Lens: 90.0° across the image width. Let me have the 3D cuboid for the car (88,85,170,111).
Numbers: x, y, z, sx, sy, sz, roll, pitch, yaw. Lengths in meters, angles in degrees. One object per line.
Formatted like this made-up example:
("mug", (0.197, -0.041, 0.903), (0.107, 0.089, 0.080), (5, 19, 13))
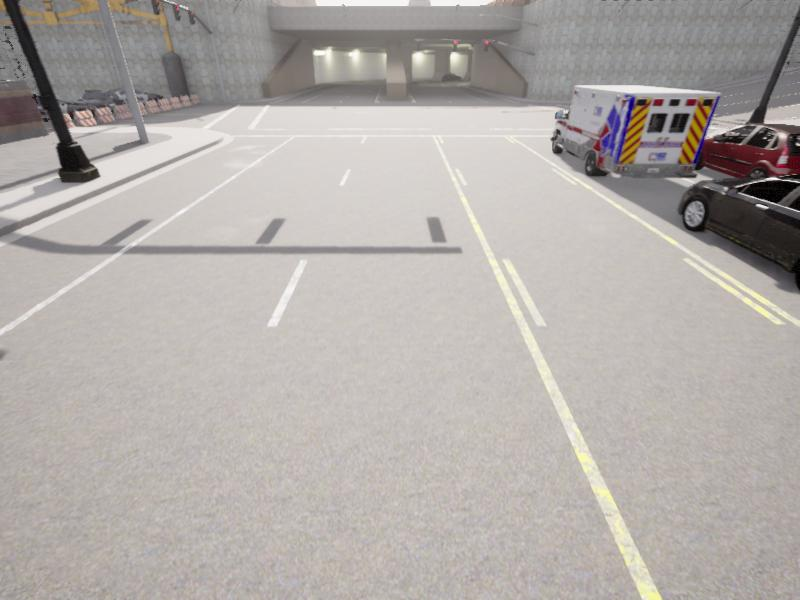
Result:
("car", (-21.895, -16.489, 32.550), (2.038, 1.542, 4.974), (15, 34, 24))

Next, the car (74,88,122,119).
("car", (-21.112, -13.775, 27.919), (2.038, 1.542, 4.974), (-20, 36, -31))

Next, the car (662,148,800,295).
("car", (7.034, -1.376, 6.856), (1.837, 1.490, 4.892), (0, 30, 0))

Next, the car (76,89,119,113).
("car", (-21.144, -13.932, 27.875), (1.853, 1.218, 4.536), (-20, 36, -31))

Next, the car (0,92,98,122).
("car", (-21.144, -11.562, 23.831), (1.853, 1.218, 4.536), (26, 39, 37))

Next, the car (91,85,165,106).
("car", (-21.919, -16.602, 32.431), (1.853, 1.218, 4.536), (15, 34, 24))

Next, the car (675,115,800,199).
("car", (10.547, -4.388, 11.886), (1.851, 1.617, 3.988), (0, 30, 0))

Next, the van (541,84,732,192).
("van", (7.051, -5.673, 13.267), (2.351, 2.431, 6.366), (0, 30, 0))

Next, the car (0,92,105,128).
("car", (-21.108, -11.446, 23.943), (2.038, 1.542, 4.974), (26, 39, 37))

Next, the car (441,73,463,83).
("car", (11.480, -48.993, 88.265), (5.027, 1.651, 2.152), (-26, 39, -37))
